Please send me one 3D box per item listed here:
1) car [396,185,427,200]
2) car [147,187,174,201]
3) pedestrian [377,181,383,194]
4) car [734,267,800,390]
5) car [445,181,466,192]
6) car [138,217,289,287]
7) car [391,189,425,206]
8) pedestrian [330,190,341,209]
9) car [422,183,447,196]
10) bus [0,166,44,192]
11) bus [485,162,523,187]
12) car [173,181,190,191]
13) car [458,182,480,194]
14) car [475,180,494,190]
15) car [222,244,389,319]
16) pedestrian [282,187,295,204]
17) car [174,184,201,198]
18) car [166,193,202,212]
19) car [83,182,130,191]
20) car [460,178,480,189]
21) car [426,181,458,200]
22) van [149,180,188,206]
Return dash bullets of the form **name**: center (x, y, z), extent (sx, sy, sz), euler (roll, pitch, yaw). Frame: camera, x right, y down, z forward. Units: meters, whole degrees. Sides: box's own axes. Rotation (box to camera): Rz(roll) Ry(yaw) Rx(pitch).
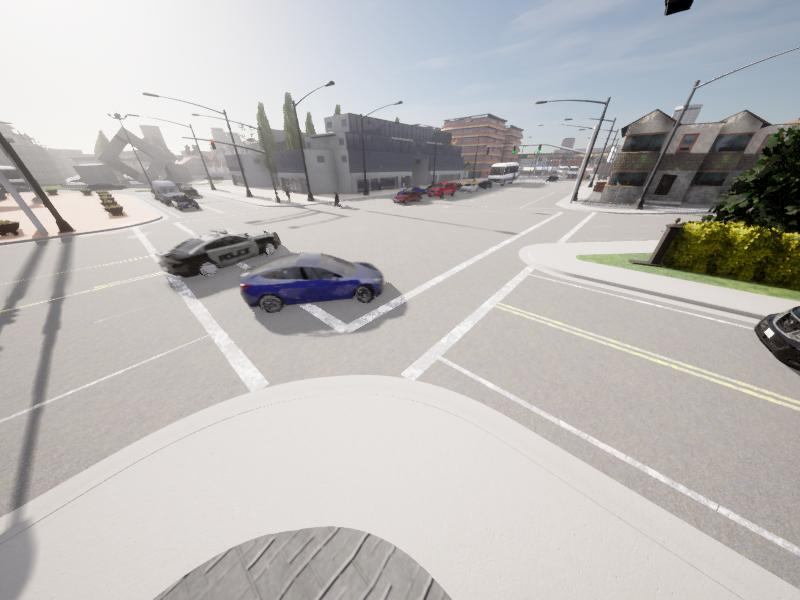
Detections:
- **car**: center (1.789, -16.373, 35.030), extent (1.882, 1.535, 5.008), euler (22, 37, 34)
- **car**: center (-35.140, -15.621, 33.838), extent (3.633, 1.501, 1.845), euler (22, 37, 33)
- **pedestrian**: center (-3.321, -18.578, 38.236), extent (0.751, 1.860, 0.751), euler (13, 32, 21)
- **car**: center (11.035, 1.388, 3.860), extent (5.566, 2.045, 2.150), euler (23, 37, 34)
- **car**: center (10.656, -21.736, 44.166), extent (1.994, 1.385, 4.181), euler (24, 39, 35)
- **car**: center (-8.435, -2.634, 11.302), extent (1.930, 1.638, 5.238), euler (14, 33, 22)
- **car**: center (1.116, -13.154, 29.604), extent (1.812, 1.442, 4.674), euler (23, 37, 34)
- **pedestrian**: center (-7.233, -11.390, 26.130), extent (0.751, 1.860, 0.751), euler (3, 30, 5)
- **car**: center (5.948, -18.877, 39.331), extent (1.837, 1.490, 4.892), euler (22, 38, 34)
- **bus**: center (-77.825, -24.232, 46.021), extent (10.273, 4.253, 3.944), euler (12, 32, 20)
- **bus**: center (23.187, -28.019, 51.379), extent (3.944, 4.253, 10.273), euler (23, 39, 34)
- **car**: center (-44.098, -23.018, 46.704), extent (1.816, 1.474, 4.193), euler (-18, 34, -28)
- **car**: center (12.377, -20.059, 41.234), extent (1.812, 1.442, 4.674), euler (23, 38, 34)
- **car**: center (16.769, -22.828, 45.709), extent (1.816, 1.474, 4.193), euler (23, 38, 34)
- **car**: center (-2.952, -0.820, 8.298), extent (4.792, 1.488, 2.163), euler (-6, 30, -10)
- **pedestrian**: center (-13.494, -12.634, 27.986), extent (0.751, 1.860, 0.751), euler (4, 30, 6)
- **car**: center (-34.426, -17.726, 37.371), extent (5.238, 1.638, 1.930), euler (23, 37, 35)
- **car**: center (-24.281, -11.043, 25.962), extent (4.193, 1.474, 1.816), euler (23, 37, 34)
- **car**: center (-59.197, -22.987, 46.716), extent (5.357, 1.411, 2.033), euler (-15, 33, -24)
- **car**: center (14.715, -24.380, 48.283), extent (1.882, 1.535, 5.008), euler (23, 39, 34)
- **car**: center (6.424, -16.649, 34.959), extent (2.150, 2.045, 5.566), euler (23, 38, 34)
- **van**: center (-29.986, -13.922, 29.886), extent (5.915, 2.561, 1.988), euler (23, 37, 34)
